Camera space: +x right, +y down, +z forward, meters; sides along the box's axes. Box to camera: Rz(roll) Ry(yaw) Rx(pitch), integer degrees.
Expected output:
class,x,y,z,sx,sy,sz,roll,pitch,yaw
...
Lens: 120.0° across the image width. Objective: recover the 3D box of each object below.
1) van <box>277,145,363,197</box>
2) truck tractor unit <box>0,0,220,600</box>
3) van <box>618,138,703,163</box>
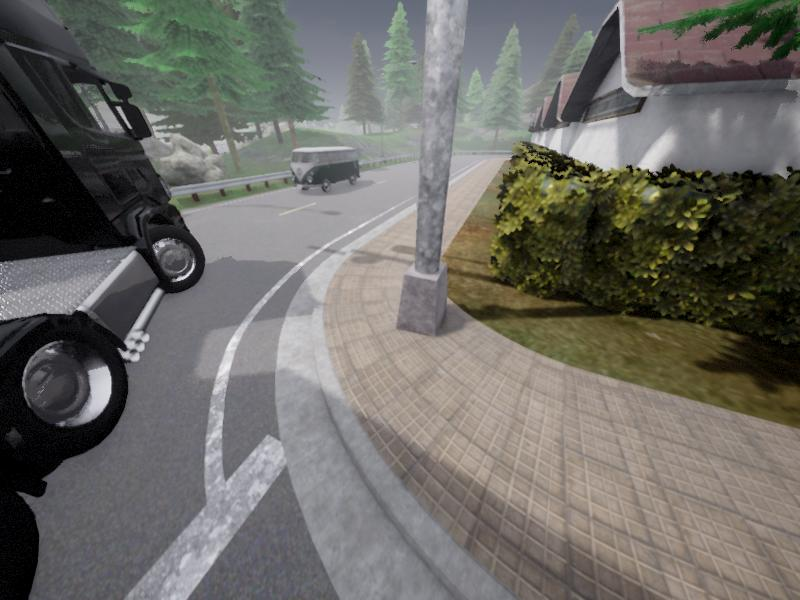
class,x,y,z,sx,sy,sz,roll,pitch,yaw
van,-4.061,-7.245,12.719,1.775,1.987,4.442,14,37,19
truck tractor unit,-4.273,-0.750,1.405,3.053,4.208,6.516,-15,38,-21
van,32.738,-19.143,29.434,6.366,2.431,2.351,14,37,18
